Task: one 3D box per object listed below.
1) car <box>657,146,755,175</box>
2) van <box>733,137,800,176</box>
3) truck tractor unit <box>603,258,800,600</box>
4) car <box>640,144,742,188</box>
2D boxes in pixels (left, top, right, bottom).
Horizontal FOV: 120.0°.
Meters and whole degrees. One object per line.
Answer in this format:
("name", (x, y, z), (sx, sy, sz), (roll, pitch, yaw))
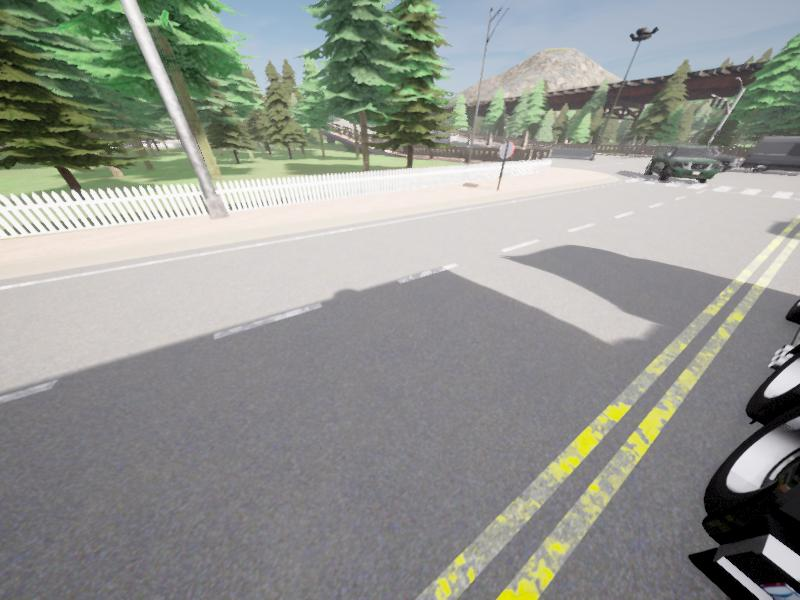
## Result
("car", (26.324, -12.289, 20.145), (1.932, 1.855, 4.605), (-20, 40, -26))
("van", (31.923, -11.234, 18.089), (1.988, 2.561, 5.915), (-20, 40, -26))
("truck tractor unit", (5.105, -0.304, 0.807), (6.516, 4.208, 3.053), (-18, 39, -25))
("car", (18.906, -9.195, 15.516), (2.150, 2.045, 5.566), (18, 39, 22))
